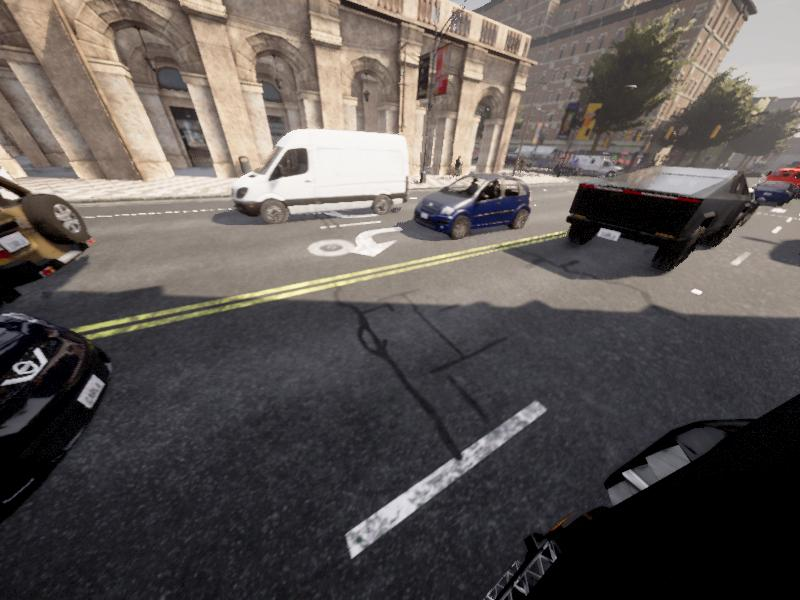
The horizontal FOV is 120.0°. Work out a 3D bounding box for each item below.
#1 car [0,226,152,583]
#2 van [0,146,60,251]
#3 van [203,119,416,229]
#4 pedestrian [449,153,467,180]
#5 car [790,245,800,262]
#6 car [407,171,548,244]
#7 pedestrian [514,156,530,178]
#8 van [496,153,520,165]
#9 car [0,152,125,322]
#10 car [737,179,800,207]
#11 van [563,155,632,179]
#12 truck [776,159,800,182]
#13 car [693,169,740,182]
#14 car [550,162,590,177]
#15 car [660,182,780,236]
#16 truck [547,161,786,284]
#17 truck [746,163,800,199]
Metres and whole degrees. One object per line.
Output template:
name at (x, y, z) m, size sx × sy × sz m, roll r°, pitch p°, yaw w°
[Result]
car at (-4.049, 0.907, 0.898) m, size 3.633 × 1.501 × 1.845 m, roll -16°, pitch 38°, yaw -26°
van at (-11.381, -1.920, 3.664) m, size 5.915 × 2.561 × 1.988 m, roll -15°, pitch 38°, yaw -26°
van at (-2.573, -4.368, 8.081) m, size 5.915 × 2.561 × 1.988 m, roll -16°, pitch 38°, yaw -26°
pedestrian at (4.648, -10.739, 18.600) m, size 0.751 × 1.860 × 0.751 m, roll -11°, pitch 36°, yaw -20°
car at (13.952, -1.955, 6.598) m, size 4.856 × 1.649 × 2.033 m, roll -16°, pitch 38°, yaw -26°
car at (2.455, -3.161, 7.510) m, size 3.988 × 1.617 × 1.851 m, roll -16°, pitch 38°, yaw -26°
pedestrian at (12.404, -13.576, 23.520) m, size 0.751 × 1.860 × 0.751 m, roll -21°, pitch 40°, yaw -32°
van at (24.844, -32.518, 53.339) m, size 2.069 × 2.038 × 4.480 m, roll -16°, pitch 38°, yaw -26°
car at (-7.189, -0.586, 2.587) m, size 4.605 × 1.855 × 1.932 m, roll -15°, pitch 38°, yaw -26°
car at (27.006, -7.808, 16.747) m, size 4.181 × 1.385 × 1.994 m, roll -16°, pitch 38°, yaw -26°
van at (26.769, -18.377, 31.753) m, size 2.351 × 2.431 × 6.366 m, roll -19°, pitch 39°, yaw -30°
truck at (83.843, -27.267, 48.560) m, size 8.468 × 3.827 × 2.891 m, roll -16°, pitch 38°, yaw -26°
car at (47.976, -18.870, 35.033) m, size 4.974 × 1.542 × 2.038 m, roll -6°, pitch 35°, yaw -14°
car at (22.585, -17.459, 30.842) m, size 1.845 × 1.501 × 3.633 m, roll -10°, pitch 36°, yaw -20°
car at (13.435, -3.980, 9.756) m, size 3.806 × 1.475 × 1.970 m, roll -16°, pitch 38°, yaw -26°
truck at (7.558, -2.563, 6.567) m, size 6.274 × 2.098 × 2.390 m, roll -15°, pitch 38°, yaw -26°
truck at (35.469, -10.149, 20.013) m, size 5.204 × 2.467 × 2.627 m, roll 10°, pitch 34°, yaw 8°
